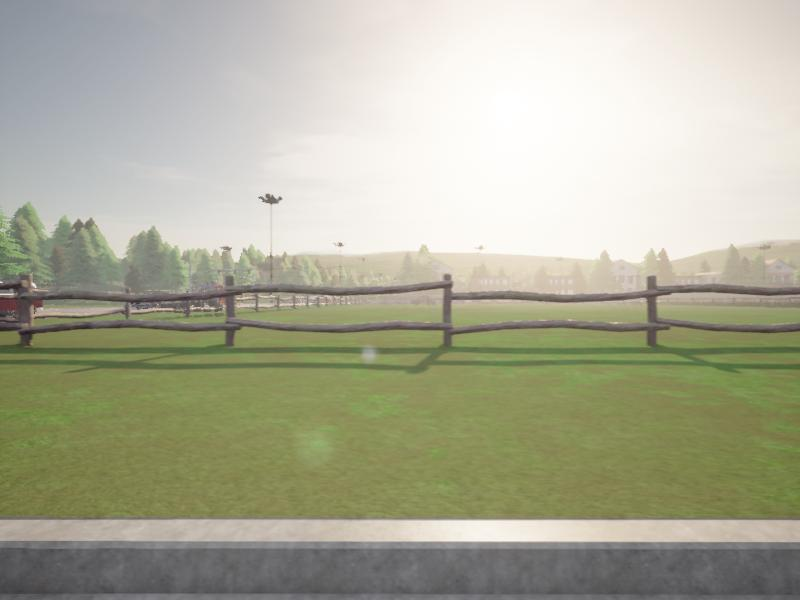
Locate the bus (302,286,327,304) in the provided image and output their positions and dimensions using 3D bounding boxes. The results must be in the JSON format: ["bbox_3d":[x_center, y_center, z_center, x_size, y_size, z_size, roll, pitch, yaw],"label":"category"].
[{"bbox_3d":[-21.297,-1.142,100.788,3.944,4.253,10.273,0,0,1],"label":"bus"}]

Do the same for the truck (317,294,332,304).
[{"bbox_3d":[-17.986,-0.248,95.722,2.627,2.467,5.204,0,0,1],"label":"truck"}]

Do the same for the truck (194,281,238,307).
[{"bbox_3d":[-28.904,-0.925,63.281,2.891,3.827,8.468,0,0,1],"label":"truck"}]

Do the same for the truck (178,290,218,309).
[{"bbox_3d":[-24.933,-0.059,49.667,2.390,2.098,6.274,0,0,-7],"label":"truck"}]

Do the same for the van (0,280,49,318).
[{"bbox_3d":[-22.475,-0.031,22.150,2.069,2.038,4.480,0,0,1],"label":"van"}]

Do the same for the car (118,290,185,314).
[{"bbox_3d":[-18.856,0.155,30.633,2.242,1.667,4.611,0,0,1],"label":"car"}]

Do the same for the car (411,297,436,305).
[{"bbox_3d":[5.159,0.168,88.505,5.238,1.638,1.930,0,0,0],"label":"car"}]

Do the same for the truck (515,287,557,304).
[{"bbox_3d":[31.131,-0.929,91.837,8.468,3.827,2.891,0,0,0],"label":"truck"}]

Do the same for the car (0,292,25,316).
[{"bbox_3d":[-25.941,0.254,24.567,1.816,1.474,4.193,0,0,1],"label":"car"}]
